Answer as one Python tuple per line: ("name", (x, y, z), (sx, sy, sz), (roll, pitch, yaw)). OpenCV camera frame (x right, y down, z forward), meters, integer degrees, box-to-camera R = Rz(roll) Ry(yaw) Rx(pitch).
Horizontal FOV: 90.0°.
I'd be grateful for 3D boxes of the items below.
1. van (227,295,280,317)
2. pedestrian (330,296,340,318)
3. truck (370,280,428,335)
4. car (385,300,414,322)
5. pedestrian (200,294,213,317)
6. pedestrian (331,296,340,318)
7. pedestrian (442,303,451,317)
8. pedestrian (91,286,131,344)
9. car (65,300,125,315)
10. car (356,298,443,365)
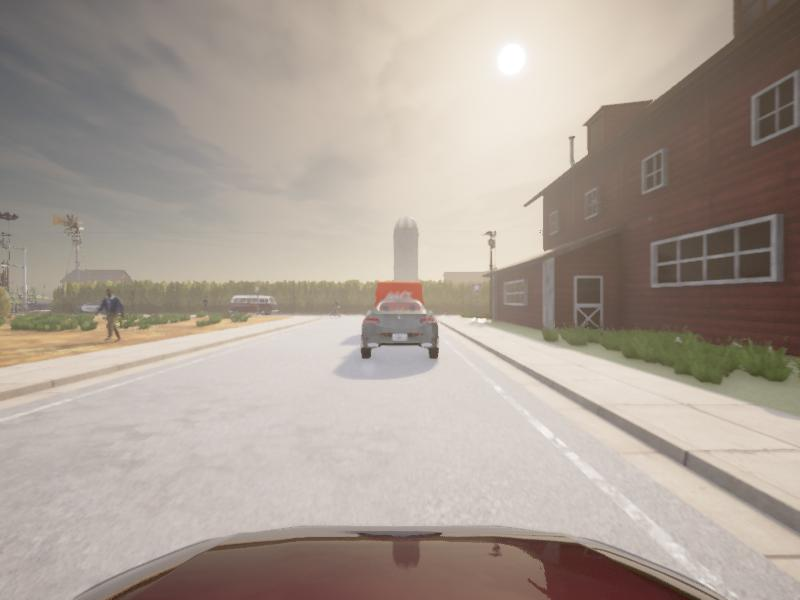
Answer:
("van", (-14.356, 0.568, 39.386), (4.480, 2.038, 2.069), (0, 0, 1))
("pedestrian", (-5.586, 0.614, 34.350), (0.751, 1.860, 0.751), (0, 0, -13))
("truck", (-0.015, 0.342, 20.678), (2.627, 2.467, 5.204), (0, 0, 0))
("car", (0.083, 0.804, 30.695), (2.038, 1.542, 4.974), (0, 0, 2))
("pedestrian", (-16.174, 0.466, 33.428), (0.751, 1.860, 0.751), (0, 0, 5))
("pedestrian", (-5.663, 0.618, 34.975), (0.751, 1.860, 0.751), (0, 0, -8))
("pedestrian", (4.186, 0.903, 36.129), (0.751, 1.300, 0.751), (0, 0, -3))
("pedestrian", (-9.480, 0.475, 13.146), (0.751, 1.860, 0.751), (0, 0, 2))
("car", (-32.826, 0.823, 43.159), (4.974, 1.542, 2.038), (0, 0, 1))
("car", (-0.005, 0.771, 12.404), (2.152, 1.651, 5.027), (0, 0, 0))
